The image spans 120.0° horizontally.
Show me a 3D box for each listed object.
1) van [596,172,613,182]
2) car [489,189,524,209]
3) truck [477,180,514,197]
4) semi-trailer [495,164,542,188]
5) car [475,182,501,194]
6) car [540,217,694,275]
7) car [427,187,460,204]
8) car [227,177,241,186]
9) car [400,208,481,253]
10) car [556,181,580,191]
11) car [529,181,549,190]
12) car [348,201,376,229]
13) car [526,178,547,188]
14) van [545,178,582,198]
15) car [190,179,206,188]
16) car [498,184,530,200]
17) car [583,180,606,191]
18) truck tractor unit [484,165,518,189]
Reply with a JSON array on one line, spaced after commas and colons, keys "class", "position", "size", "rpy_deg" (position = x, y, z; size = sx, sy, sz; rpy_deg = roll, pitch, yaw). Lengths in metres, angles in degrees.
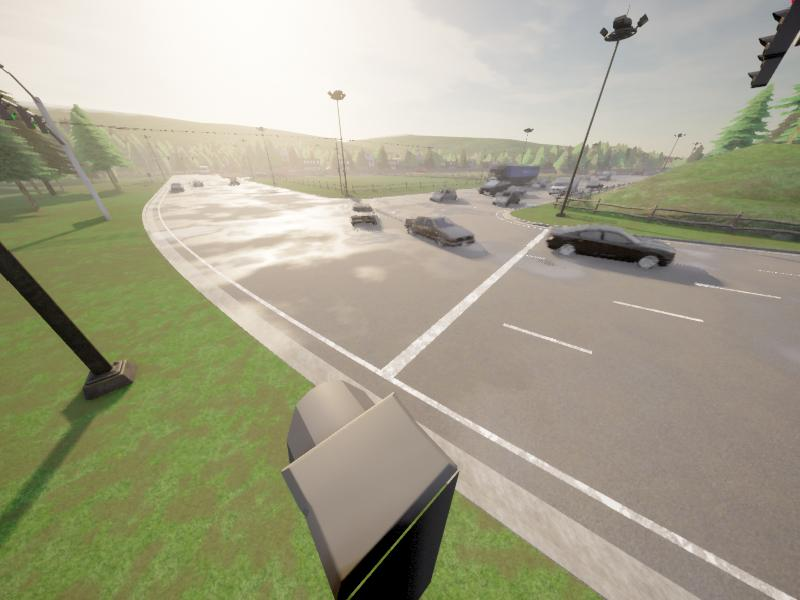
[{"class": "van", "position": [63.799, -38.351, 71.891], "size": [5.915, 2.561, 1.988], "rpy_deg": [-22, 37, -33]}, {"class": "car", "position": [12.401, -11.774, 26.793], "size": [3.988, 1.617, 1.851], "rpy_deg": [-24, 38, -36]}, {"class": "truck", "position": [15.249, -17.807, 36.748], "size": [6.274, 2.098, 2.390], "rpy_deg": [-23, 37, -34]}, {"class": "semi-trailer", "position": [27.331, -28.466, 52.885], "size": [14.254, 4.402, 2.717], "rpy_deg": [-23, 37, -34]}, {"class": "car", "position": [15.636, -19.994, 41.140], "size": [4.892, 1.490, 1.837], "rpy_deg": [-23, 37, -34]}, {"class": "car", "position": [10.092, -2.854, 11.412], "size": [5.008, 1.535, 1.882], "rpy_deg": [18, 36, 29]}, {"class": "car", "position": [5.625, -13.466, 29.723], "size": [3.988, 1.617, 1.851], "rpy_deg": [-24, 38, -35]}, {"class": "car", "position": [-40.024, -28.631, 55.703], "size": [1.905, 1.878, 3.866], "rpy_deg": [-22, 37, -33]}, {"class": "car", "position": [2.208, -4.546, 14.486], "size": [2.033, 1.411, 5.357], "rpy_deg": [-16, 34, -26]}, {"class": "car", "position": [33.752, -22.987, 46.426], "size": [5.357, 1.411, 2.033], "rpy_deg": [-23, 37, -34]}, {"class": "car", "position": [27.643, -22.765, 45.907], "size": [3.633, 1.501, 1.845], "rpy_deg": [-23, 37, -34]}, {"class": "car", "position": [-3.139, -7.070, 18.955], "size": [1.895, 1.301, 4.718], "rpy_deg": [-5, 30, -8]}, {"class": "car", "position": [30.802, -26.438, 52.126], "size": [4.611, 1.667, 2.242], "rpy_deg": [-23, 37, -34]}, {"class": "van", "position": [25.816, -17.816, 36.436], "size": [6.366, 2.431, 2.351], "rpy_deg": [-23, 37, -34]}, {"class": "car", "position": [-45.806, -26.466, 52.347], "size": [2.128, 1.511, 4.902], "rpy_deg": [-22, 37, -33]}, {"class": "car", "position": [16.838, -15.990, 34.060], "size": [5.238, 1.638, 1.930], "rpy_deg": [-23, 37, -34]}, {"class": "car", "position": [38.642, -22.862, 45.962], "size": [5.238, 1.638, 1.930], "rpy_deg": [-23, 37, -34]}, {"class": "truck tractor unit", "position": [21.256, -25.841, 48.529], "size": [6.516, 4.208, 3.053], "rpy_deg": [-23, 36, -34]}]
